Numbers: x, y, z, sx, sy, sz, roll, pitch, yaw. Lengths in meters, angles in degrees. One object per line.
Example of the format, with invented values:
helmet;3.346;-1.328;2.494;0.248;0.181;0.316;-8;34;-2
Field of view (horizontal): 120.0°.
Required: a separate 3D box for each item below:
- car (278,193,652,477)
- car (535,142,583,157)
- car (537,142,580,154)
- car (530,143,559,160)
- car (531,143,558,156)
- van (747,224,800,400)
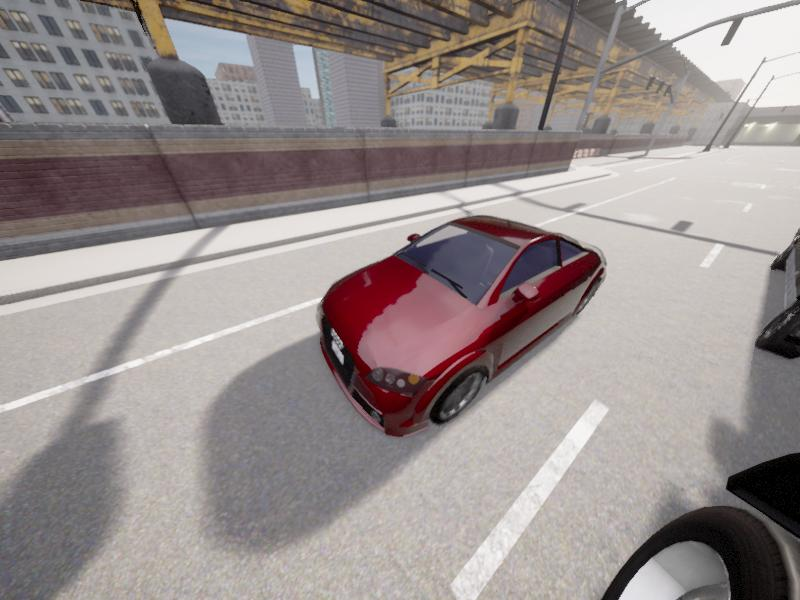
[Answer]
car;1.011;-0.289;3.119;4.181;1.385;1.994;-22;41;-28
car;21.663;-20.685;31.673;4.974;1.542;2.038;-4;35;-5
car;21.610;-20.810;31.578;4.536;1.218;1.853;-4;35;-5
car;17.736;-18.512;28.626;2.038;1.542;4.974;11;37;15
car;17.751;-18.670;28.576;1.853;1.218;4.536;11;37;15
van;6.851;-0.689;2.603;5.915;2.561;1.988;-22;40;-29
